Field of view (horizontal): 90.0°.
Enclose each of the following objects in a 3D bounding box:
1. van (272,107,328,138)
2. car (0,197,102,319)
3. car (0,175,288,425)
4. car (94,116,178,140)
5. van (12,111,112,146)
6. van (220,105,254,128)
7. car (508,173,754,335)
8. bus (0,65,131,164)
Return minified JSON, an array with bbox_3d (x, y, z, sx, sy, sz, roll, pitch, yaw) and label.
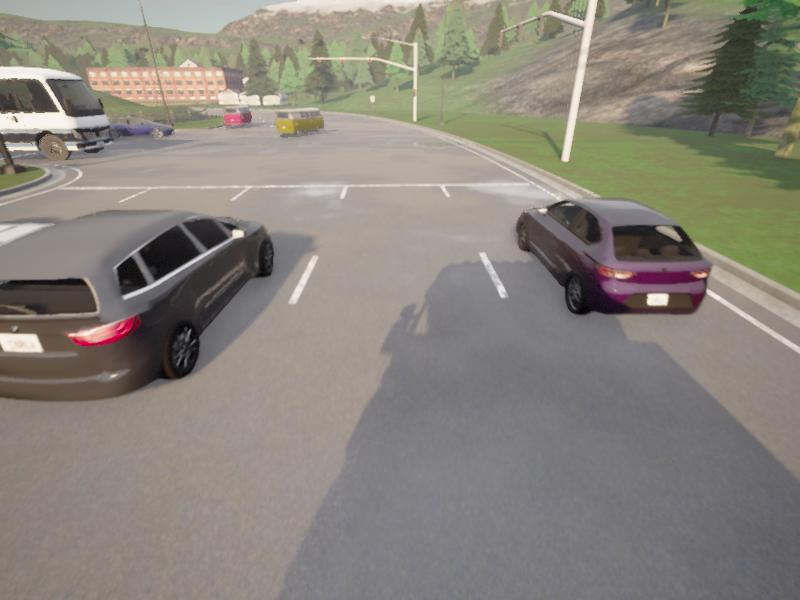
[{"bbox_3d":[-7.940,-14.397,32.362,1.775,1.987,4.442,14,31,25],"label":"van"},{"bbox_3d":[-7.017,-0.285,5.771,1.895,1.301,4.718,0,27,0],"label":"car"},{"bbox_3d":[-3.536,-0.536,5.824,2.242,1.667,4.611,1,27,2],"label":"car"},{"bbox_3d":[-20.223,-13.307,30.890,4.792,1.488,2.163,-5,28,-9],"label":"car"},{"bbox_3d":[-22.838,-11.736,27.251,4.480,2.038,2.069,-1,27,-2],"label":"van"},{"bbox_3d":[-16.717,-19.018,41.378,1.775,1.987,4.442,-1,27,-3],"label":"van"},{"bbox_3d":[3.447,-1.127,7.134,1.816,1.474,4.193,0,27,-1],"label":"car"},{"bbox_3d":[-20.871,-9.571,20.633,10.273,4.253,3.944,-1,28,-2],"label":"bus"}]
